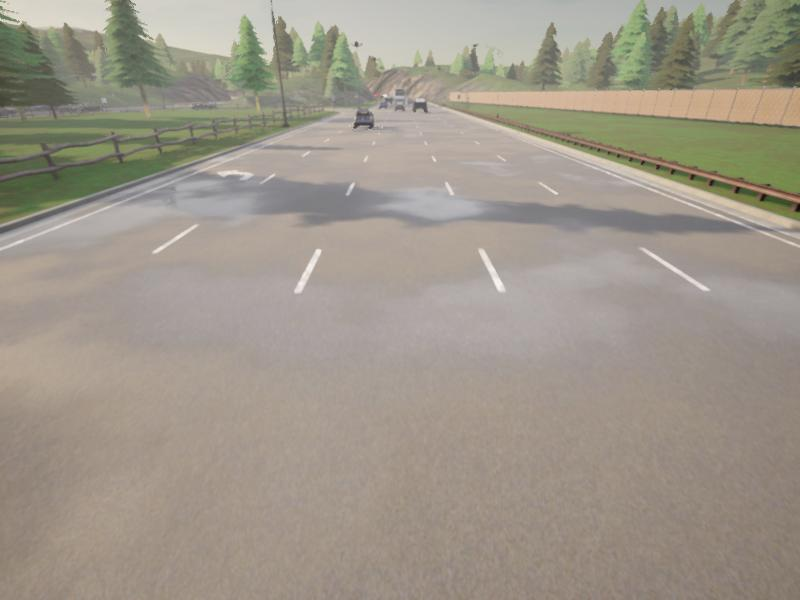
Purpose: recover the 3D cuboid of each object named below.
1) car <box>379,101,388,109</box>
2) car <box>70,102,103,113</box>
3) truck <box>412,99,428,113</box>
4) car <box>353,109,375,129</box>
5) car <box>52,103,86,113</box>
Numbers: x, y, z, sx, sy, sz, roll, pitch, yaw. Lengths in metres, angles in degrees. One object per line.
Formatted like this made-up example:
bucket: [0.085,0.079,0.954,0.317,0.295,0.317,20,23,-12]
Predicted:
car: [-3.537,-43.014,88.081,1.816,1.474,4.193,0,27,0]
car: [-57.414,-35.304,73.399,2.033,1.649,4.856,0,27,0]
truck: [3.471,-34.149,70.228,2.390,2.098,6.274,0,27,0]
car: [-3.514,-17.963,39.546,1.851,1.617,3.988,0,27,0]
car: [-60.913,-35.458,73.783,2.038,1.542,4.974,0,27,0]
